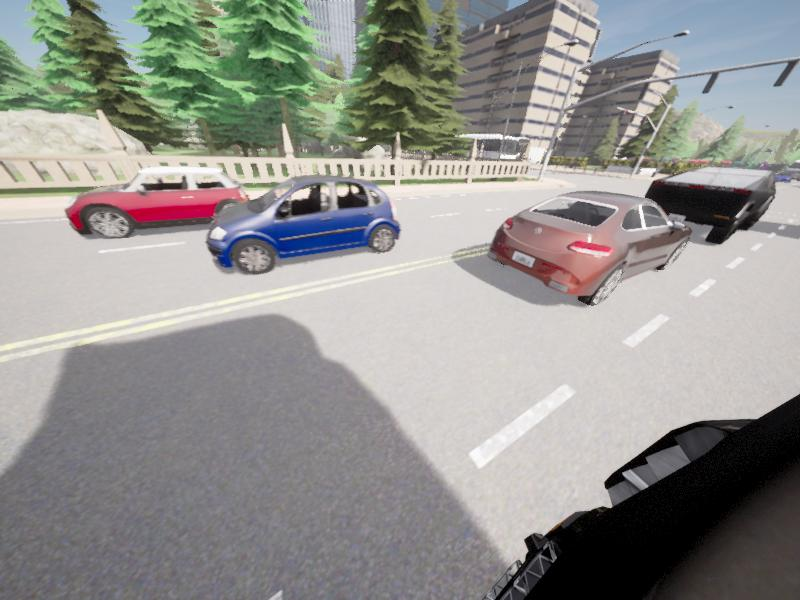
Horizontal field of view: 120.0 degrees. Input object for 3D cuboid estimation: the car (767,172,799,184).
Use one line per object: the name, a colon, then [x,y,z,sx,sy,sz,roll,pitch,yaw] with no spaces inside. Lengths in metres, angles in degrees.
car: [64.823,-20.676,39.091,4.514,1.525,2.007,-16,38,-26]

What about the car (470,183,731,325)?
car: [4.314,-1.449,5.050,5.027,1.651,2.152,-16,38,-26]

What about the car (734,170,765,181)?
car: [62.424,-22.285,41.210,4.974,1.542,2.038,-16,38,-26]

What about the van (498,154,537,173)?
van: [16.774,-19.614,33.188,1.775,1.987,4.442,-16,38,-26]

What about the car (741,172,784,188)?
car: [47.686,-15.875,30.397,4.974,1.542,2.038,-16,38,-26]

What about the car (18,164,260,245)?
car: [-6.337,-2.843,6.444,3.806,1.475,1.970,-16,38,-26]

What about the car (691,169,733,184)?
car: [41.432,-16.378,30.665,4.514,1.525,2.007,-15,37,-25]

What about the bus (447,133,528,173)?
bus: [12.100,-21.528,33.655,3.944,4.253,10.273,-16,38,-26]

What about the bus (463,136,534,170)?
bus: [16.120,-25.030,39.271,3.944,4.253,10.273,-16,38,-26]

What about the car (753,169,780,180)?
car: [77.549,-26.574,48.847,4.856,1.649,2.033,-16,38,-26]

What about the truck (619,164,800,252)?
truck: [11.527,-3.679,8.563,6.274,2.098,2.390,-16,38,-26]

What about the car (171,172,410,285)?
car: [-2.005,-1.890,5.229,3.988,1.617,1.851,-16,38,-26]

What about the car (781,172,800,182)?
car: [80.216,-25.014,46.884,4.902,1.511,2.128,-16,38,-26]
